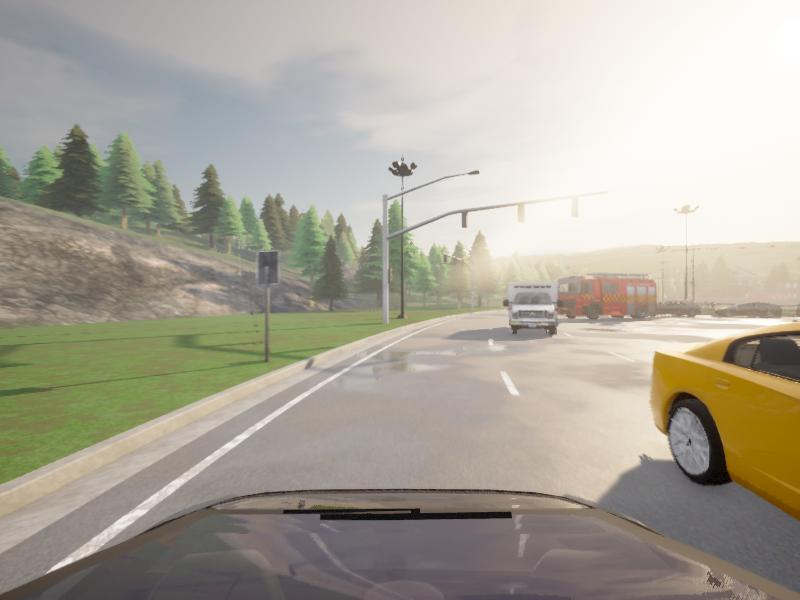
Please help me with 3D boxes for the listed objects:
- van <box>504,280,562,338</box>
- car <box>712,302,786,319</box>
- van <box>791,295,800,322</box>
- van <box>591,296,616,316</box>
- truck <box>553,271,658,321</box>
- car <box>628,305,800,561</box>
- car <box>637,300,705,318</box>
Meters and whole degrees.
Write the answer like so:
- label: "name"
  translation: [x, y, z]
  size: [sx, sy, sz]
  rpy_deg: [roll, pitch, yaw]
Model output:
- label: "van"
  translation: [6.669, 0.389, 20.167]
  size: [2.351, 2.431, 6.366]
  rpy_deg: [0, 0, 18]
- label: "car"
  translation: [32.405, 0.898, 37.362]
  size: [4.792, 1.488, 2.163]
  rpy_deg: [0, 0, 26]
- label: "van"
  translation: [32.176, 0.645, 29.547]
  size: [4.442, 1.987, 1.775]
  rpy_deg: [0, 0, 28]
- label: "van"
  translation: [21.428, 0.605, 42.262]
  size: [2.069, 2.038, 4.480]
  rpy_deg: [0, 0, 25]
- label: "truck"
  translation: [17.361, -0.293, 33.773]
  size: [8.468, 3.827, 2.891]
  rpy_deg: [0, 0, -20]
- label: "car"
  translation: [3.356, 0.828, 2.023]
  size: [1.882, 1.535, 5.008]
  rpy_deg: [0, 0, 5]
- label: "car"
  translation: [26.276, 0.820, 38.993]
  size: [5.027, 1.651, 2.152]
  rpy_deg: [0, 0, 9]
